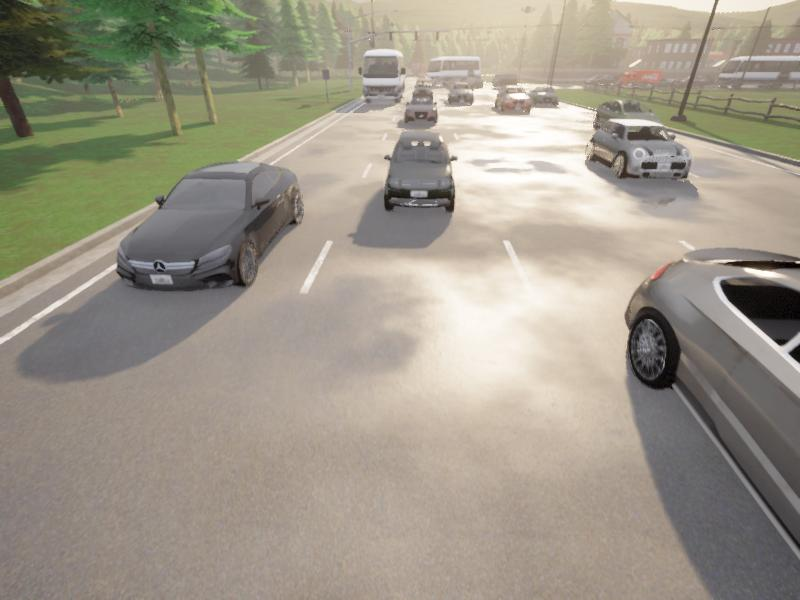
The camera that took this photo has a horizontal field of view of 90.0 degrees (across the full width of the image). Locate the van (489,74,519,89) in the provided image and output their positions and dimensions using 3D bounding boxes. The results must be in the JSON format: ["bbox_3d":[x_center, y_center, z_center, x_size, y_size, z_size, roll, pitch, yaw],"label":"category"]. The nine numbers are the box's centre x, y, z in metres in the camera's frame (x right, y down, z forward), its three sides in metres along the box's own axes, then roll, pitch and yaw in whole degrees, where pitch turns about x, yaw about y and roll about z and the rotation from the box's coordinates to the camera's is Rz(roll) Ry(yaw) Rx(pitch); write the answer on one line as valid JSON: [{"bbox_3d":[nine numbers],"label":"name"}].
[{"bbox_3d":[15.502,-32.635,59.691,4.442,1.987,1.775,-24,37,-35],"label":"van"}]

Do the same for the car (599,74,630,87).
[{"bbox_3d":[35.431,-36.330,66.151,3.866,1.878,1.905,1,30,2],"label":"car"}]

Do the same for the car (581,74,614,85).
[{"bbox_3d":[35.688,-39.775,72.241,4.611,1.667,2.242,1,30,2],"label":"car"}]

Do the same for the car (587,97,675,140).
[{"bbox_3d":[11.599,-9.425,20.571,2.007,1.525,4.514,1,30,2],"label":"car"}]

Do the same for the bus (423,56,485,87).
[{"bbox_3d":[9.007,-37.921,66.428,10.273,4.253,3.944,-23,35,-34],"label":"bus"}]

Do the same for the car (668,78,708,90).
[{"bbox_3d":[43.088,-32.387,59.972,4.181,1.385,1.994,1,30,2],"label":"car"}]

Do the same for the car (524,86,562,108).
[{"bbox_3d":[12.448,-17.845,35.080,1.994,1.385,4.181,2,31,3],"label":"car"}]

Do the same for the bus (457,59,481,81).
[{"bbox_3d":[15.691,-52.681,91.627,3.944,4.253,10.273,1,30,2],"label":"bus"}]

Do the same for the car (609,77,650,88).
[{"bbox_3d":[36.175,-34.377,63.199,4.902,1.511,2.128,1,30,2],"label":"car"}]

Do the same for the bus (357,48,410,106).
[{"bbox_3d":[-1.267,-21.378,38.207,3.944,4.253,10.273,2,30,3],"label":"bus"}]

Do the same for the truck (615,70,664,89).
[{"bbox_3d":[35.803,-33.028,59.947,5.204,2.467,2.627,1,30,2],"label":"truck"}]

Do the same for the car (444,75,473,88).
[{"bbox_3d":[9.167,-34.109,62.491,2.242,1.667,4.611,21,36,32],"label":"car"}]

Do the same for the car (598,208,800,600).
[{"bbox_3d":[3.610,0.967,2.736,2.152,1.651,5.027,1,30,2],"label":"car"}]

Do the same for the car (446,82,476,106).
[{"bbox_3d":[5.503,-18.819,36.418,2.242,1.667,4.611,2,30,3],"label":"car"}]

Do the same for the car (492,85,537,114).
[{"bbox_3d":[8.664,-15.468,30.719,2.242,1.667,4.611,2,30,2],"label":"car"}]

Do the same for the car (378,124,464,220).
[{"bbox_3d":[0.523,-3.430,10.286,1.789,1.549,3.705,2,30,2],"label":"car"}]

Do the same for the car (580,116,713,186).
[{"bbox_3d":[7.672,-4.968,13.010,1.970,1.475,3.806,1,30,2],"label":"car"}]

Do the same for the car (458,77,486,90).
[{"bbox_3d":[10.718,-32.184,59.404,2.163,1.488,4.792,18,35,28],"label":"car"}]

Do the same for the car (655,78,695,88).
[{"bbox_3d":[43.311,-34.125,63.007,4.718,1.301,1.895,1,30,2],"label":"car"}]

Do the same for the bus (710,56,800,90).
[{"bbox_3d":[52.976,-33.350,58.801,10.273,4.253,3.944,1,30,2],"label":"bus"}]

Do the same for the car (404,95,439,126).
[{"bbox_3d":[1.311,-11.718,24.600,1.994,1.385,4.181,2,30,2],"label":"car"}]

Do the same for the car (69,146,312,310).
[{"bbox_3d":[-3.167,-1.682,7.404,1.812,1.442,4.674,2,30,3],"label":"car"}]

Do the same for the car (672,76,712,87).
[{"bbox_3d":[50.053,-37.621,68.758,4.974,1.542,2.038,1,30,2],"label":"car"}]

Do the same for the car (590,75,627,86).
[{"bbox_3d":[36.015,-37.978,69.228,5.027,1.651,2.152,1,30,2],"label":"car"}]

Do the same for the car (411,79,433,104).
[{"bbox_3d":[2.113,-19.572,37.471,1.905,1.878,3.866,2,31,3],"label":"car"}]
